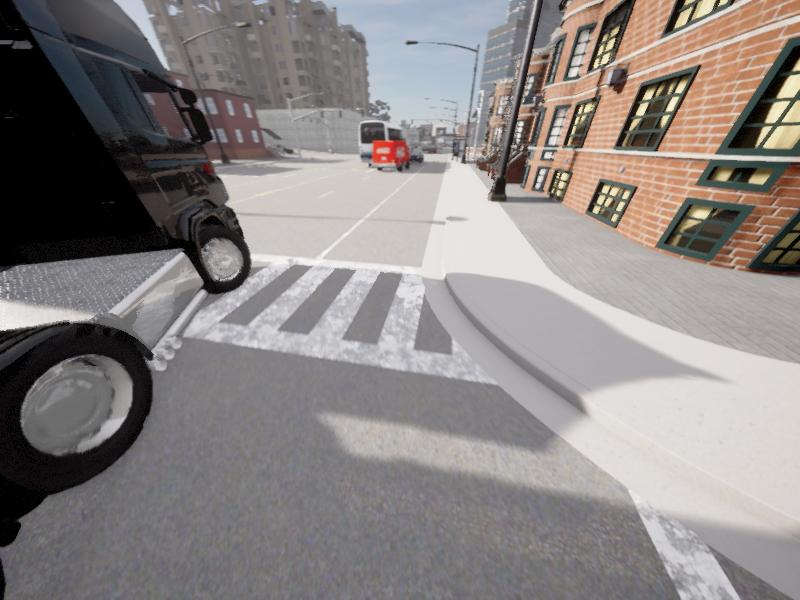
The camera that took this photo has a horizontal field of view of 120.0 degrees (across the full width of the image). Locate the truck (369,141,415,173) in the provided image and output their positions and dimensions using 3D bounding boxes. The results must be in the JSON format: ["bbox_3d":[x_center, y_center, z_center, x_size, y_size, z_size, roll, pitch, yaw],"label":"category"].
[{"bbox_3d":[-0.610,-14.352,23.013,2.627,2.467,5.204,12,36,17],"label":"truck"}]

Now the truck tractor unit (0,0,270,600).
[{"bbox_3d":[-3.938,-0.799,1.550,3.053,4.208,6.516,-9,35,-10],"label":"truck tractor unit"}]

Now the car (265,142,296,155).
[{"bbox_3d":[-24.506,-31.122,47.488,5.238,1.638,1.930,10,35,5],"label":"car"}]

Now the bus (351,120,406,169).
[{"bbox_3d":[-2.066,-19.209,28.580,3.944,4.253,10.273,6,35,9],"label":"bus"}]
